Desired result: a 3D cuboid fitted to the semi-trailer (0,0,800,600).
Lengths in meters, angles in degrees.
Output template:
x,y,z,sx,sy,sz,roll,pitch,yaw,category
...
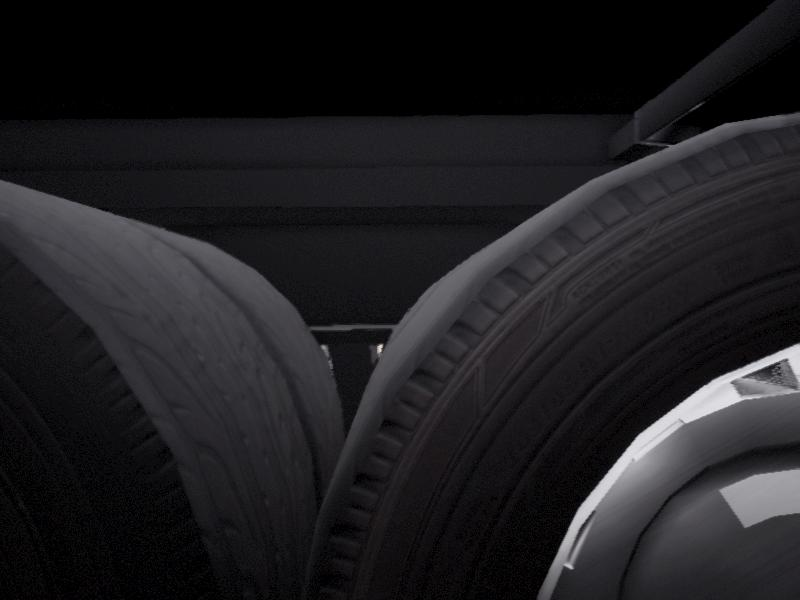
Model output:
x,y,z,sx,sy,sz,roll,pitch,yaw,category
1.851,-1.226,1.640,14.254,4.402,2.717,0,0,0,semi-trailer
